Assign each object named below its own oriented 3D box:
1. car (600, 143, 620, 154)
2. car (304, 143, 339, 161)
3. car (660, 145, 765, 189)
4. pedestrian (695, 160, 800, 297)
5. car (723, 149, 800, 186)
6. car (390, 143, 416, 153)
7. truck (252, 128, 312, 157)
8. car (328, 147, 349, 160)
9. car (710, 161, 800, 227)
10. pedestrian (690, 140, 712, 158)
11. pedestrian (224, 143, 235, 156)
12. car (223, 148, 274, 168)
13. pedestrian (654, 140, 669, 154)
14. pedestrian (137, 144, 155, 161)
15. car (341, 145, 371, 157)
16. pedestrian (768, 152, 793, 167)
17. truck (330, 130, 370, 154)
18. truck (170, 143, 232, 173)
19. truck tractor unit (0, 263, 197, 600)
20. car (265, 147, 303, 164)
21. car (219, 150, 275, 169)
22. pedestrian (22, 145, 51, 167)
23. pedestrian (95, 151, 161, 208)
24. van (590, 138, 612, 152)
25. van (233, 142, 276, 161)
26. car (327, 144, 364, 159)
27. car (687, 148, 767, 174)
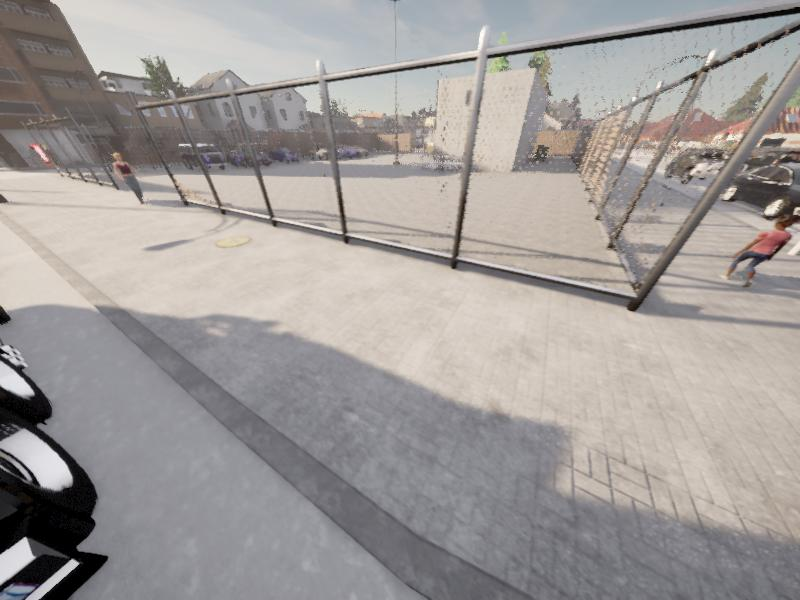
[{"bbox_3d":[37.566,-27.189,41.442,1.816,1.474,4.193,18,39,24],"label":"car"},{"bbox_3d":[-10.165,-19.283,30.057,3.866,1.878,1.905,18,39,24],"label":"car"},{"bbox_3d":[18.114,-8.090,13.820,1.932,1.855,4.605,18,39,24],"label":"car"},{"bbox_3d":[6.024,-1.102,3.665,0.751,1.860,0.751,18,39,24],"label":"pedestrian"},{"bbox_3d":[23.137,-8.398,14.453,1.851,1.617,3.988,18,39,25],"label":"car"},{"bbox_3d":[0.634,-32.726,49.656,5.366,1.575,1.801,17,38,23],"label":"car"},{"bbox_3d":[-20.051,-27.288,40.069,2.891,3.827,8.468,18,39,24],"label":"truck"},{"bbox_3d":[-8.333,-19.940,31.351,2.207,1.379,1.481,18,39,24],"label":"car"},{"bbox_3d":[13.967,-3.879,8.147,1.837,1.490,4.892,18,38,24],"label":"car"},{"bbox_3d":[39.056,-19.638,30.013,0.751,1.860,0.751,16,38,22],"label":"pedestrian"},{"bbox_3d":[-28.265,-24.944,38.273,0.751,1.860,0.751,22,41,29],"label":"pedestrian"},{"bbox_3d":[-15.265,-14.500,23.512,1.789,1.547,3.705,18,39,24],"label":"car"},{"bbox_3d":[42.195,-24.698,37.256,0.751,1.860,0.751,-25,41,-30],"label":"pedestrian"},{"bbox_3d":[-33.275,-19.322,30.225,0.751,1.860,0.751,22,41,29],"label":"pedestrian"},{"bbox_3d":[-6.845,-22.982,35.647,4.193,1.474,1.816,18,39,24],"label":"car"},{"bbox_3d":[33.070,-12.237,20.096,0.500,1.100,0.500,18,39,24],"label":"pedestrian"},{"bbox_3d":[-9.973,-32.589,47.593,2.891,3.827,8.468,19,39,25],"label":"truck"},{"bbox_3d":[-17.644,-12.710,20.540,4.478,2.038,2.069,18,39,24],"label":"truck"},{"bbox_3d":[-5.112,-0.299,0.783,6.516,4.208,3.053,18,39,24],"label":"truck tractor unit"},{"bbox_3d":[-13.530,-16.864,26.910,3.633,1.501,1.845,18,39,24],"label":"car"},{"bbox_3d":[-15.517,-14.374,23.458,5.357,1.415,2.033,18,39,24],"label":"car"},{"bbox_3d":[-36.898,-14.595,23.464,0.751,1.860,0.751,21,40,27],"label":"pedestrian"},{"bbox_3d":[-10.505,-4.688,8.990,0.751,1.860,0.751,18,39,24],"label":"pedestrian"},{"bbox_3d":[45.326,-35.103,52.288,2.351,2.431,6.366,18,39,24],"label":"van"},{"bbox_3d":[-20.693,-21.344,33.093,2.069,2.038,4.480,18,39,24],"label":"van"},{"bbox_3d":[-7.796,-21.255,33.055,4.611,1.667,2.242,18,39,24],"label":"car"},{"bbox_3d":[26.515,-11.555,19.030,2.007,1.525,4.514,17,38,23],"label":"car"}]
